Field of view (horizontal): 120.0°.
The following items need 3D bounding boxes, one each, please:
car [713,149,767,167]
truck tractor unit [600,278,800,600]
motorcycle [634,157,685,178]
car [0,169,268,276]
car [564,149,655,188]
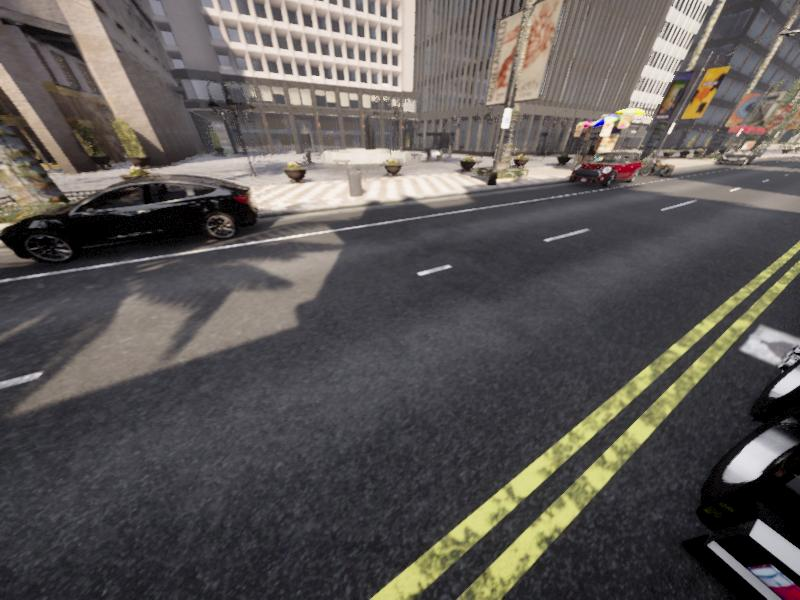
[{"bbox_3d":[38.666,-16.249,26.277,4.892,1.521,2.231,-17,39,-24],"label":"car"},{"bbox_3d":[5.135,-0.276,0.748,6.516,4.208,3.053,-17,39,-23],"label":"truck tractor unit"},{"bbox_3d":[19.496,-10.005,17.423,2.356,1.277,0.764,1,35,1],"label":"motorcycle"},{"bbox_3d":[-6.339,-2.294,5.902,4.792,1.488,2.163,-17,39,-24],"label":"car"},{"bbox_3d":[12.998,-8.294,14.414,4.553,1.767,2.185,-17,39,-24],"label":"car"}]
